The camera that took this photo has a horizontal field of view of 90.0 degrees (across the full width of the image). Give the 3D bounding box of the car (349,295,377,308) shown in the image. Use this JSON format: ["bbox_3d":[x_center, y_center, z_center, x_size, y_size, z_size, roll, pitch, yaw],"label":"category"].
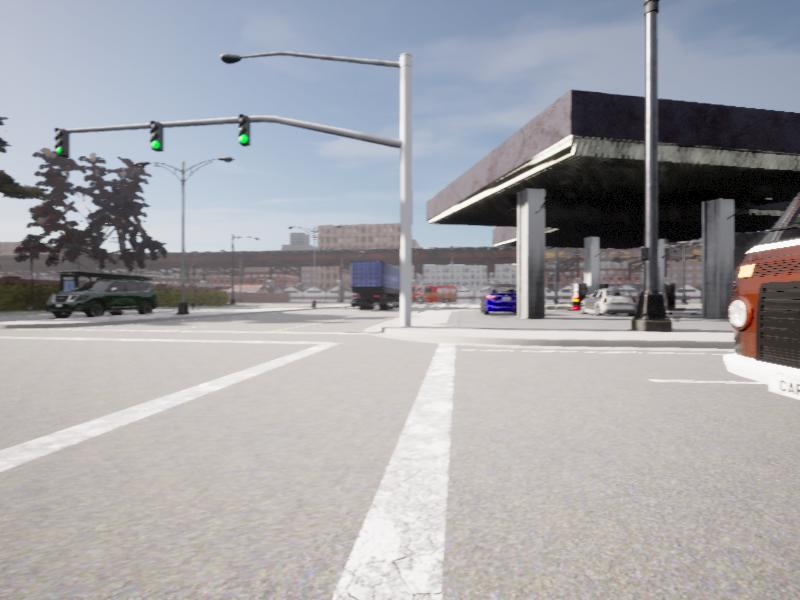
[{"bbox_3d":[-4.222,0.193,46.172,2.033,1.411,5.357,0,0,8],"label":"car"}]

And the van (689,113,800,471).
[{"bbox_3d":[4.498,-0.033,2.010,4.480,2.038,2.069,0,0,7],"label":"van"}]

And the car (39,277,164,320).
[{"bbox_3d":[-15.817,-0.080,21.737,2.150,2.045,5.566,0,0,8],"label":"car"}]

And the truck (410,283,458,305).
[{"bbox_3d":[6.098,-1.079,72.127,8.468,3.827,2.891,0,0,8],"label":"truck"}]

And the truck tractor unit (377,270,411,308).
[{"bbox_3d":[-0.582,-1.224,46.958,3.053,4.208,6.516,0,1,8],"label":"truck tractor unit"}]

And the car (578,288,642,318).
[{"bbox_3d":[11.481,0.148,22.189,1.970,1.475,3.806,0,0,9],"label":"car"}]

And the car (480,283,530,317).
[{"bbox_3d":[5.686,-0.013,22.251,2.242,1.667,4.611,0,0,9],"label":"car"}]

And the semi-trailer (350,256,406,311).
[{"bbox_3d":[-1.701,-1.305,39.126,2.717,4.402,14.254,0,0,8],"label":"semi-trailer"}]
